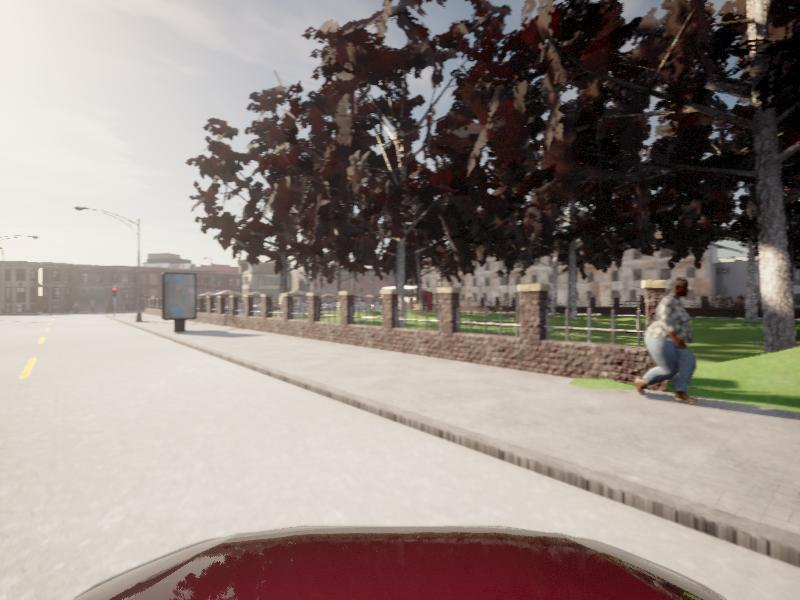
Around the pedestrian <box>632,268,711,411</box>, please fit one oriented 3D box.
[{"bbox_3d":[3.892,0.519,5.744,0.751,1.860,0.751,0,0,-40],"label":"pedestrian"}]

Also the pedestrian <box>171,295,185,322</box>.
[{"bbox_3d":[-15.605,0.606,28.065,0.751,1.860,0.751,0,0,-38],"label":"pedestrian"}]

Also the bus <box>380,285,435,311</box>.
[{"bbox_3d":[1.109,-0.302,71.099,3.944,4.253,10.273,0,0,-40],"label":"bus"}]

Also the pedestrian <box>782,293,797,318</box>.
[{"bbox_3d":[29.302,0.422,30.117,0.751,1.860,0.751,0,0,-40],"label":"pedestrian"}]
